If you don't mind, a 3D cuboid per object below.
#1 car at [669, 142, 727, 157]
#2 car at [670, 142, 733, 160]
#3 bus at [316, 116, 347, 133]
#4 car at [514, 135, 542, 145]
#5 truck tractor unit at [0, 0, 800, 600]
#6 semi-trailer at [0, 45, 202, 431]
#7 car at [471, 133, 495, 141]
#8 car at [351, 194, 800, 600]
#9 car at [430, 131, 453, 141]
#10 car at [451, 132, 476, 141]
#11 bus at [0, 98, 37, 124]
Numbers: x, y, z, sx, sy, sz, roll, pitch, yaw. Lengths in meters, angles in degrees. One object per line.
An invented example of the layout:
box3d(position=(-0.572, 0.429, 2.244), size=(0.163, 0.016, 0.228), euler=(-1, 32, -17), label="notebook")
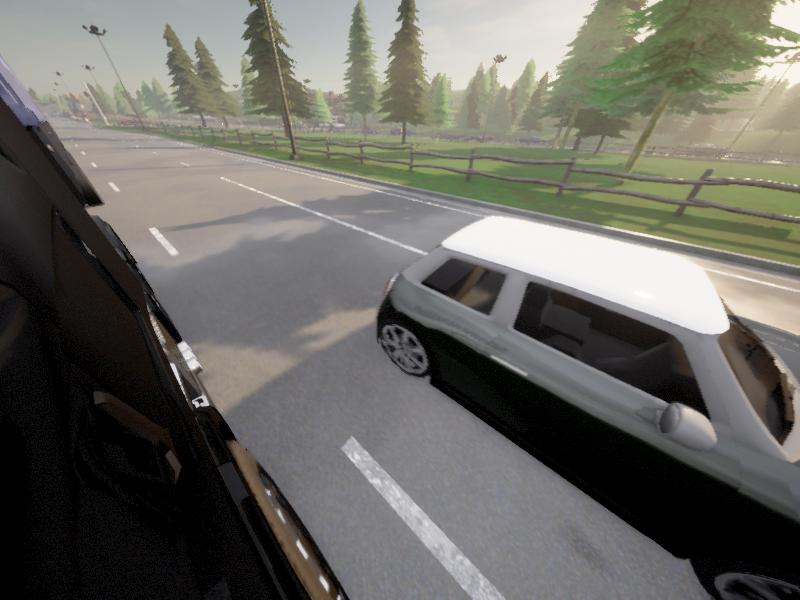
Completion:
box3d(position=(46.552, -23.660, 36.285), size=(5.366, 1.575, 1.801), euler=(28, 44, 30), label="car")
box3d(position=(41.646, -20.786, 32.163), size=(5.027, 1.651, 2.152), euler=(28, 44, 30), label="car")
box3d(position=(-22.916, -58.983, 77.403), size=(10.273, 4.253, 3.944), euler=(28, 44, 30), label="bus")
box3d(position=(28.570, -35.995, 51.790), size=(5.008, 1.535, 1.882), euler=(28, 44, 30), label="car")
box3d(position=(-2.645, -0.295, 0.351), size=(6.516, 4.208, 3.053), euler=(28, 44, 30), label="truck tractor unit")
box3d(position=(-8.703, -3.583, 4.249), size=(14.254, 4.402, 2.717), euler=(28, 44, 30), label="semi-trailer")
box3d(position=(20.401, -40.376, 57.150), size=(4.974, 1.542, 2.038), euler=(28, 44, 30), label="car")
box3d(position=(1.664, 0.368, 1.994), size=(3.806, 1.475, 1.970), euler=(28, 44, 30), label="car")
box3d(position=(9.499, -37.953, 53.309), size=(4.856, 1.649, 2.033), euler=(28, 44, 30), label="car")
box3d(position=(14.636, -37.924, 53.625), size=(4.974, 1.542, 2.038), euler=(28, 44, 30), label="car")
box3d(position=(-88.636, -43.262, 52.985), size=(10.273, 4.253, 3.944), euler=(28, 44, 30), label="bus")
